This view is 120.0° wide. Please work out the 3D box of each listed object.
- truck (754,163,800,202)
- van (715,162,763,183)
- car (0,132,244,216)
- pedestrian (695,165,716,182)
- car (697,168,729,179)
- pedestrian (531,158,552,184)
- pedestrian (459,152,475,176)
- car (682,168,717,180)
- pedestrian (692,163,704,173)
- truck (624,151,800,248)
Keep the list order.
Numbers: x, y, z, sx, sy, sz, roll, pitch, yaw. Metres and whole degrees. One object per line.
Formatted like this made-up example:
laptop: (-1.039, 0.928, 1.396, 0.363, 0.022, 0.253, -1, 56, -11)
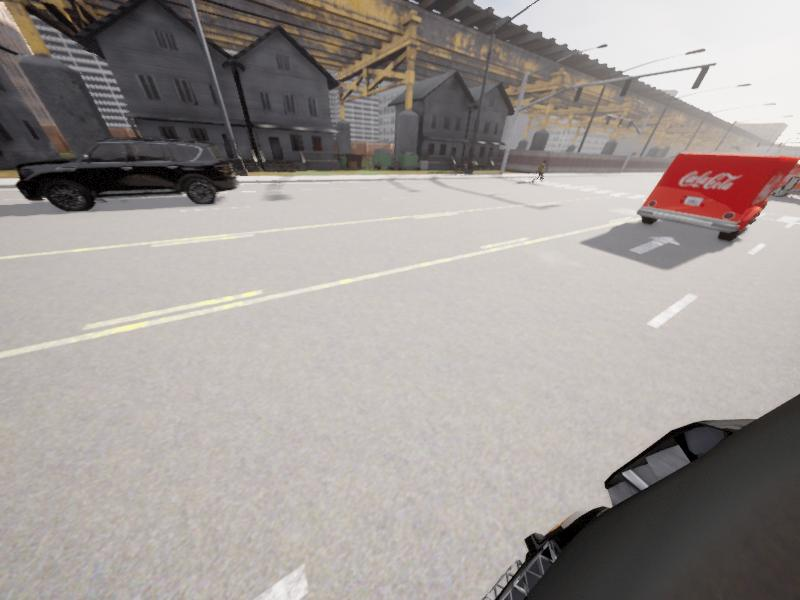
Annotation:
truck: (32.141, -8.709, 17.357, 2.627, 2.467, 5.204, 6, 34, 6)
van: (50.833, -19.199, 34.651, 6.366, 2.431, 2.351, -16, 38, -26)
car: (-9.159, -4.569, 8.263, 5.566, 2.045, 2.150, -16, 38, -26)
pedestrian: (40.055, -16.573, 30.322, 0.751, 1.860, 0.751, -13, 37, -22)
car: (54.008, -21.887, 39.882, 5.357, 1.411, 2.033, -16, 38, -26)
pedestrian: (12.000, -10.934, 19.632, 0.751, 1.860, 0.751, -23, 42, -34)
pedestrian: (6.267, -12.746, 21.634, 0.751, 1.860, 0.751, -10, 36, -19)
car: (47.448, -20.060, 36.617, 5.357, 1.411, 2.033, -16, 38, -26)
pedestrian: (66.880, -29.691, 51.897, 0.751, 1.860, 0.751, -17, 38, -27)
truck: (11.741, -3.905, 8.526, 5.204, 2.467, 2.627, -15, 38, -25)
